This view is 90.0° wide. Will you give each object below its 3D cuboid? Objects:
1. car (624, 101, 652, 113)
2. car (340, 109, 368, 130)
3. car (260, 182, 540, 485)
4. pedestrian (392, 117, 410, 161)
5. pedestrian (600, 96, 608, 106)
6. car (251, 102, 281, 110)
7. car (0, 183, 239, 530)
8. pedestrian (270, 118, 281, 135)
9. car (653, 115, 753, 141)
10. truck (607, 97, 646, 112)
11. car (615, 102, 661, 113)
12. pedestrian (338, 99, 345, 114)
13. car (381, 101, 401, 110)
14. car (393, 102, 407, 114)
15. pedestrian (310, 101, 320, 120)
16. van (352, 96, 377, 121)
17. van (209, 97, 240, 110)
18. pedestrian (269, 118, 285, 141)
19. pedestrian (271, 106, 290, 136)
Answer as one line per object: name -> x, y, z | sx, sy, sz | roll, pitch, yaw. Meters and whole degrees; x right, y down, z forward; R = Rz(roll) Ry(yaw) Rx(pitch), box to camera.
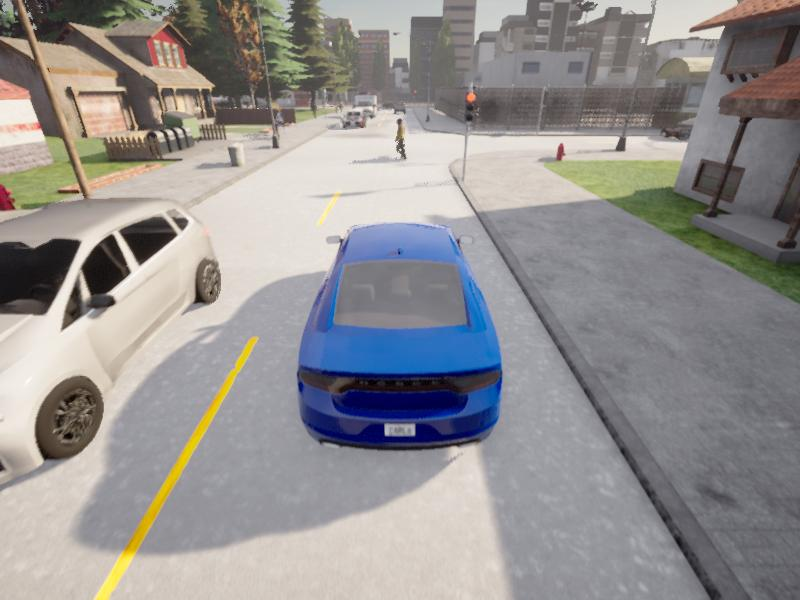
car -> 34.713, -28.249, 58.522 | 1.789, 1.547, 3.705 | 0, 28, 0
car -> -4.000, -15.949, 35.273 | 1.970, 1.475, 3.806 | 0, 28, 0
car -> -0.001, -0.263, 5.267 | 1.882, 1.535, 5.008 | 0, 28, 0
pedestrian -> 0.051, -7.518, 18.715 | 0.751, 1.860, 0.751 | -2, 28, -4
pedestrian -> 41.827, -40.873, 82.162 | 0.751, 1.860, 0.751 | -6, 28, -10
car -> -24.968, -36.259, 74.699 | 4.718, 1.301, 1.895 | 0, 28, 0
car -> -4.003, -0.050, 4.717 | 2.242, 1.667, 4.611 | 0, 28, 0
pedestrian -> -8.960, -12.491, 28.801 | 0.500, 1.100, 0.500 | 0, 28, 0
car -> 20.410, -11.693, 27.146 | 4.792, 1.488, 2.163 | 0, 28, 0
truck -> 35.037, -30.405, 62.120 | 4.478, 2.038, 2.069 | 0, 28, 0
car -> 34.872, -28.291, 58.756 | 5.357, 1.415, 2.033 | 0, 28, 0
pedestrian -> -8.099, -26.884, 55.456 | 0.751, 1.860, 0.751 | -10, 29, -18
car -> -1.795, -37.056, 76.129 | 1.970, 1.475, 3.806 | -18, 33, -31
car -> -0.005, -27.952, 58.125 | 1.845, 1.501, 3.633 | 0, 27, 0
pedestrian -> -9.163, -20.324, 42.935 | 0.751, 1.860, 0.751 | 0, 28, 0
van -> -4.008, -22.593, 46.932 | 2.351, 2.431, 6.366 | 0, 28, 0
van -> -32.694, -36.582, 74.530 | 4.480, 2.038, 2.069 | 0, 28, 0
pedestrian -> -7.880, -10.977, 25.697 | 0.751, 1.300, 0.751 | -3, 28, -7
pedestrian -> -8.377, -12.547, 28.089 | 0.751, 1.860, 0.751 | 4, 28, 8
